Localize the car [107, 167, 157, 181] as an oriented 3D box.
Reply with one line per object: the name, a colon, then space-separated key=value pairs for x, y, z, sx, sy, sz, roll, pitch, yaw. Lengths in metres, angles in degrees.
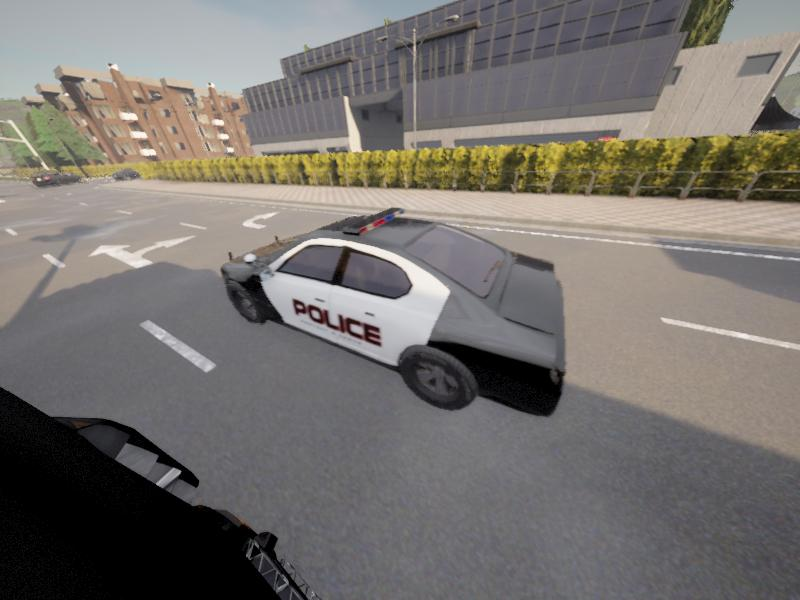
car: x=-39.075 y=-18.483 z=33.855 sx=1.994 sy=1.385 sz=4.181 roll=9 pitch=35 yaw=18

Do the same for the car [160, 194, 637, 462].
car: x=-0.582 y=-0.405 z=3.254 sx=4.974 sy=1.542 sz=2.038 roll=15 pitch=37 yaw=25

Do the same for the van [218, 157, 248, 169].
van: x=-36.118 y=-29.729 z=50.059 sx=2.069 sy=2.038 sz=4.480 roll=16 pitch=38 yaw=26

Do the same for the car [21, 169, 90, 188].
car: x=-44.003 y=-15.707 z=29.764 sx=2.242 sy=1.667 sz=4.611 roll=-8 pitch=34 yaw=-6
